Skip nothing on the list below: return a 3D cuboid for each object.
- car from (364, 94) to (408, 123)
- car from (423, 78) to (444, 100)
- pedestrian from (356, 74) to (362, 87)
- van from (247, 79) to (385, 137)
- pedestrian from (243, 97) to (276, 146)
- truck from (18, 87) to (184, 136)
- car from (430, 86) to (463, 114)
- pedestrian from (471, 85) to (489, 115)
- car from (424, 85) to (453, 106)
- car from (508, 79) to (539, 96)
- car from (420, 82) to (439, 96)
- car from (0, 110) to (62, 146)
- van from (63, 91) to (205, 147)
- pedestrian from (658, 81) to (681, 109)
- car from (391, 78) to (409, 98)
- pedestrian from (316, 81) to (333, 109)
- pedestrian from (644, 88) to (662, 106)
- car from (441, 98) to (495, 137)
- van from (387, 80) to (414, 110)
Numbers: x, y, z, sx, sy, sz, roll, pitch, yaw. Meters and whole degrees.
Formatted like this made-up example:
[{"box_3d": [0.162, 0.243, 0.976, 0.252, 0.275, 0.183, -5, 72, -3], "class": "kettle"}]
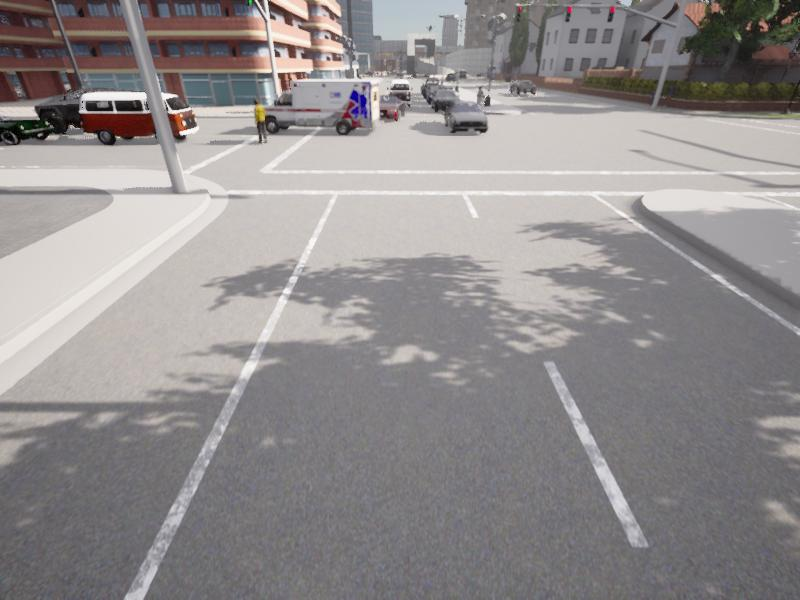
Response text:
[{"box_3d": [-0.807, -12.580, 26.178, 1.994, 1.385, 4.181, 5, 31, 9], "class": "car"}, {"box_3d": [3.511, -22.598, 42.806, 1.905, 1.878, 3.866, 0, 30, 0], "class": "car"}, {"box_3d": [-6.434, -34.661, 63.123, 0.751, 1.860, 0.751, -1, 30, -2], "class": "pedestrian"}, {"box_3d": [-4.112, -9.967, 20.656, 6.366, 2.431, 2.351, 3, 30, 6], "class": "van"}, {"box_3d": [-6.124, -7.812, 17.482, 0.751, 1.860, 0.751, 21, 36, 31], "class": "pedestrian"}, {"box_3d": [-15.166, -9.818, 20.723, 6.274, 2.098, 2.390, 0, 30, -1], "class": "truck"}, {"box_3d": [3.543, -15.706, 31.259, 1.930, 1.638, 5.238, 0, 30, 0], "class": "car"}, {"box_3d": [5.657, -14.150, 28.333, 0.751, 1.860, 0.751, -14, 33, -22], "class": "pedestrian"}, {"box_3d": [3.511, -19.205, 37.404, 2.163, 1.488, 4.792, 0, 30, 0], "class": "car"}, {"box_3d": [15.013, -25.959, 48.826, 2.152, 1.651, 5.027, 0, 30, 0], "class": "car"}, {"box_3d": [3.513, -25.652, 48.620, 1.895, 1.301, 4.718, 0, 30, 0], "class": "car"}, {"box_3d": [-18.533, -7.755, 17.986, 4.718, 1.301, 1.895, 0, 30, -1], "class": "car"}, {"box_3d": [-11.608, -8.109, 17.856, 4.480, 2.038, 2.069, -1, 30, -1], "class": "van"}, {"box_3d": [20.814, -15.828, 30.924, 0.751, 1.860, 0.751, -1, 30, -1], "class": "pedestrian"}, {"box_3d": [0.016, -24.159, 45.489, 1.932, 1.855, 4.605, 0, 30, 0], "class": "car"}, {"box_3d": [-5.759, -15.654, 30.599, 0.751, 1.860, 0.751, 26, 39, 37], "class": "pedestrian"}, {"box_3d": [21.150, -16.988, 33.448, 0.751, 1.300, 0.751, 2, 30, 3], "class": "pedestrian"}, {"box_3d": [3.506, -10.011, 21.760, 2.033, 1.411, 5.357, 0, 30, 0], "class": "car"}, {"box_3d": [0.010, -17.183, 33.392, 2.069, 2.038, 4.480, 0, 30, 0], "class": "van"}]
